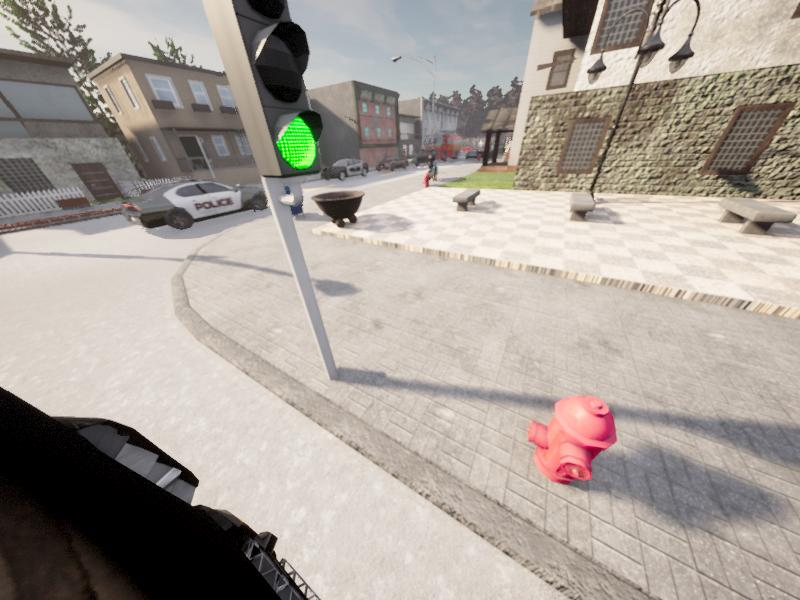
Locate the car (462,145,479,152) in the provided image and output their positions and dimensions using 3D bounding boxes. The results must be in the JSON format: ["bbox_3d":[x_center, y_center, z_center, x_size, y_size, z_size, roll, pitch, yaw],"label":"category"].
[{"bbox_3d":[21.772,-46.980,71.657,4.514,1.525,2.007,16,38,26],"label":"car"}]

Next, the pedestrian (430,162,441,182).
[{"bbox_3d":[2.306,-8.331,15.082,0.500,1.100,0.500,15,38,25],"label":"pedestrian"}]

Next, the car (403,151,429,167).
[{"bbox_3d":[2.123,-18.239,29.861,1.789,1.549,3.705,16,38,26],"label":"car"}]

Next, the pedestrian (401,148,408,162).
[{"bbox_3d":[0.779,-22.893,36.469,0.751,1.860,0.751,19,39,29],"label":"pedestrian"}]

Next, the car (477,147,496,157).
[{"bbox_3d":[16.176,-27.550,42.938,2.033,1.411,5.357,16,38,26],"label":"car"}]

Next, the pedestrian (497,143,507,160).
[{"bbox_3d":[13.324,-19.371,30.183,0.751,1.860,0.751,17,38,27],"label":"pedestrian"}]

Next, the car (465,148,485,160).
[{"bbox_3d":[12.189,-23.635,37.374,1.994,1.385,4.181,16,38,26],"label":"car"}]

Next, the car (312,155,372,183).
[{"bbox_3d":[-4.818,-11.589,20.304,1.930,1.638,5.238,15,38,25],"label":"car"}]

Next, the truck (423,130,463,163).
[{"bbox_3d":[6.724,-23.736,35.730,2.891,3.827,8.468,16,38,26],"label":"truck"}]

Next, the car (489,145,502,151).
[{"bbox_3d":[26.772,-42.747,64.930,2.163,1.488,4.792,2,34,7],"label":"car"}]

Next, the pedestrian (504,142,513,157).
[{"bbox_3d":[16.783,-23.201,35.684,0.751,1.860,0.751,20,40,30],"label":"pedestrian"}]

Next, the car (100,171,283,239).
[{"bbox_3d":[-7.803,-4.137,9.413,2.038,1.542,4.974,16,38,26],"label":"car"}]

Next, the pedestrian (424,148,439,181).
[{"bbox_3d":[2.159,-9.276,15.829,0.751,1.860,0.751,15,38,25],"label":"pedestrian"}]

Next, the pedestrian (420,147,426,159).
[{"bbox_3d":[4.174,-26.312,41.354,0.751,1.860,0.751,18,39,29],"label":"pedestrian"}]

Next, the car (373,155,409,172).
[{"bbox_3d":[-0.919,-15.202,25.690,1.994,1.385,4.181,16,38,26],"label":"car"}]
